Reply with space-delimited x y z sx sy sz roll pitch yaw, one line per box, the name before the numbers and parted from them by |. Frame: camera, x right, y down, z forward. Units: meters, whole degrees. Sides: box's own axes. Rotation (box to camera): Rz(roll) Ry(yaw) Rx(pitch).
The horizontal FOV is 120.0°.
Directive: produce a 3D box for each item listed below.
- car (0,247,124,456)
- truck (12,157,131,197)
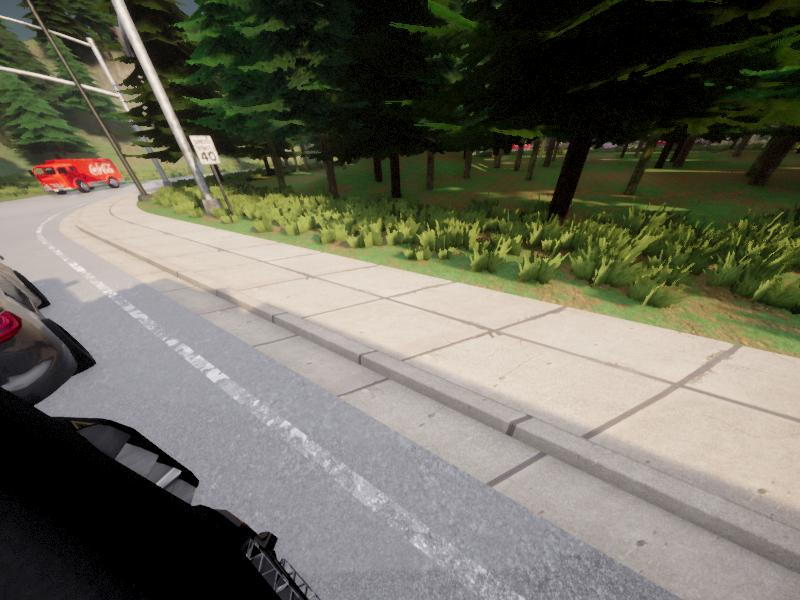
car | -5.791 0.288 2.440 4.611 1.667 2.242 16 38 26
truck | -27.891 -10.845 20.158 2.627 2.467 5.204 -7 34 -6
